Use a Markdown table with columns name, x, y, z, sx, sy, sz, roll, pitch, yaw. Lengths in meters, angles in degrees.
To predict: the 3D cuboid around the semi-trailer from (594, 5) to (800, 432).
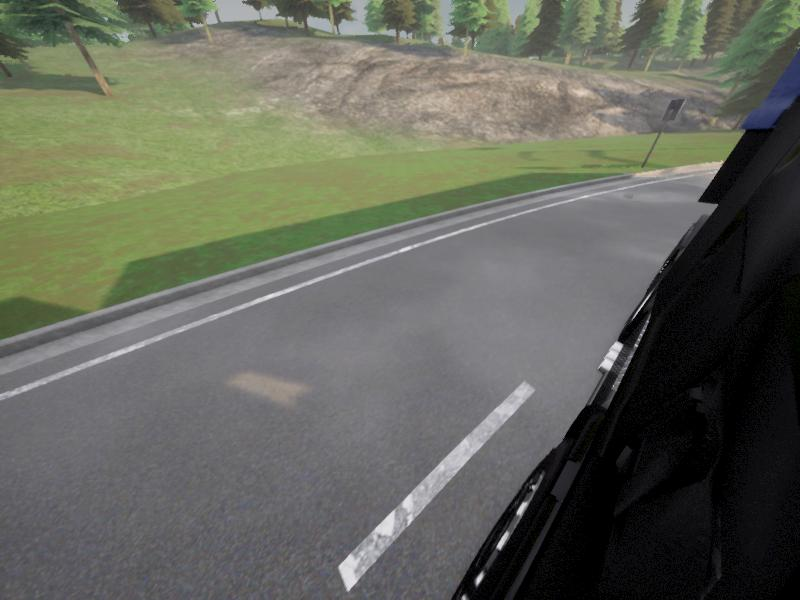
| name | x | y | z | sx | sy | sz | roll | pitch | yaw |
| --- | --- | --- | --- | --- | --- | --- | --- | --- | --- |
| semi-trailer | 8.968 | -3.406 | 3.944 | 14.254 | 4.402 | 2.717 | -25 | 42 | -27 |

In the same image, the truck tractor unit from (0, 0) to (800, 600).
| name | x | y | z | sx | sy | sz | roll | pitch | yaw |
| --- | --- | --- | --- | --- | --- | --- | --- | --- | --- |
| truck tractor unit | 2.645 | -0.295 | 0.352 | 6.516 | 4.208 | 3.053 | -28 | 44 | -30 |
